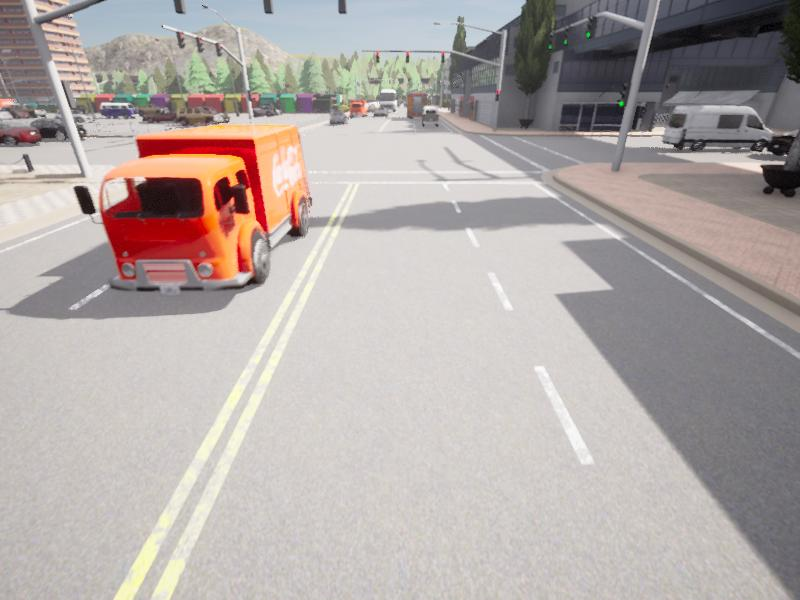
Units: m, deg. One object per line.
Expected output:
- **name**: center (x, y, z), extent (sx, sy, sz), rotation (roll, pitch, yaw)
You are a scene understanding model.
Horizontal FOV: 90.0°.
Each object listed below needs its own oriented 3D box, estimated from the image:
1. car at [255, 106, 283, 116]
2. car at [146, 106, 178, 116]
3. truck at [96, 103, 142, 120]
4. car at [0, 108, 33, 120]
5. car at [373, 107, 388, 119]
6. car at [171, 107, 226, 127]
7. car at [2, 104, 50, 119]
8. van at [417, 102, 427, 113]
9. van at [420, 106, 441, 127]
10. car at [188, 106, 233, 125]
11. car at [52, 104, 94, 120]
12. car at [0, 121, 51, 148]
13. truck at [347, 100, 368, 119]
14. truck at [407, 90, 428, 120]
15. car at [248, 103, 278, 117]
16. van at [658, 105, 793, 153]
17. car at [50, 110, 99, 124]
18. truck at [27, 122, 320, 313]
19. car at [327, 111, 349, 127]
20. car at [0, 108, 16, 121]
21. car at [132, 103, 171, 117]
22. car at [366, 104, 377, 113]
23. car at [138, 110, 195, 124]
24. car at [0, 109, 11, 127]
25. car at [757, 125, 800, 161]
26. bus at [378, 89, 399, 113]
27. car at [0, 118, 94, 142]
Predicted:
- **car**: center (-21.410, -30.907, 65.486), extent (3.806, 1.475, 1.970), rotation (0, 27, 0)
- **car**: center (-38.877, -30.933, 65.468), extent (3.905, 1.438, 1.784), rotation (0, 27, 0)
- **truck**: center (-38.894, -26.159, 55.427), extent (4.478, 2.038, 2.069), rotation (0, 27, 0)
- **car**: center (-53.962, -25.886, 55.562), extent (3.905, 1.438, 1.784), rotation (0, 27, 0)
- **car**: center (-3.057, -29.954, 64.018), extent (2.152, 1.651, 5.027), rotation (1, 27, 1)
- **car**: center (-21.460, -19.586, 42.733), extent (4.605, 1.855, 1.932), rotation (0, 27, 0)
- **car**: center (-54.010, -27.291, 57.858), extent (4.605, 1.855, 1.932), rotation (0, 27, 0)
- **van**: center (4.454, -38.982, 81.022), extent (1.775, 1.987, 4.442), rotation (1, 27, 1)
- **van**: center (3.431, -21.070, 45.813), extent (2.069, 2.038, 4.480), rotation (1, 27, 1)
- **car**: center (-21.403, -20.897, 45.313), extent (3.866, 1.878, 1.905), rotation (0, 27, 0)
- **car**: center (-45.273, -26.071, 55.469), extent (3.866, 1.878, 1.905), rotation (0, 27, 0)
- **car**: center (-27.305, -11.297, 27.244), extent (4.792, 1.488, 2.163), rotation (0, 27, 0)
- **truck**: center (-6.582, -30.062, 62.981), extent (2.627, 2.467, 5.204), rotation (1, 27, 1)
- **truck**: center (2.605, -29.760, 60.900), extent (2.891, 3.827, 8.468), rotation (1, 27, 1)
- **car**: center (-21.423, -29.806, 62.798), extent (3.866, 1.878, 1.905), rotation (0, 27, 0)
- **van**: center (19.719, -10.523, 24.559), extent (5.915, 2.561, 1.988), rotation (0, 27, 0)
- **car**: center (-38.868, -21.919, 47.846), extent (3.806, 1.475, 1.970), rotation (0, 27, 0)
- **truck**: center (-3.506, -2.069, 8.042), extent (2.627, 2.467, 5.204), rotation (0, 27, 0)
- **car**: center (-7.066, -20.916, 46.073), extent (1.845, 1.501, 3.633), rotation (1, 27, 1)
- **car**: center (-53.965, -24.543, 52.997), extent (3.806, 1.475, 1.970), rotation (0, 27, 0)
- **car**: center (-38.943, -29.806, 62.792), extent (4.605, 1.855, 1.932), rotation (0, 27, 0)
- **car**: center (-5.935, -40.725, 84.935), extent (1.801, 1.575, 5.366), rotation (1, 27, 1)
- **car**: center (-27.842, -21.925, 47.843), extent (5.357, 1.415, 2.033), rotation (0, 27, 0)
- **car**: center (-45.309, -19.431, 42.805), extent (4.611, 1.667, 2.242), rotation (0, 27, 0)
- **car**: center (23.010, -8.530, 21.636), extent (5.238, 1.638, 1.930), rotation (0, 27, 0)
- **bus**: center (-2.282, -42.467, 85.359), extent (3.944, 4.253, 10.273), rotation (1, 27, 1)
- **car**: center (-26.662, -12.911, 30.350), extent (5.008, 1.535, 1.882), rotation (0, 27, 0)
